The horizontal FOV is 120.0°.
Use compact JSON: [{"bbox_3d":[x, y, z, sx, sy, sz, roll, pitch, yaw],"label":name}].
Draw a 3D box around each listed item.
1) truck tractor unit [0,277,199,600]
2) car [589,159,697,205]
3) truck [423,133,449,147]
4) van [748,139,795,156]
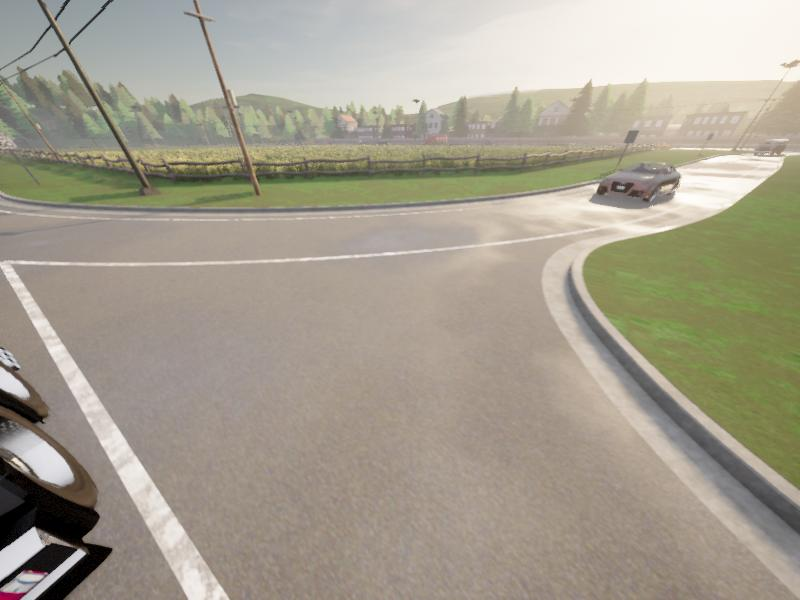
[{"bbox_3d":[-5.132,-0.280,0.746,6.516,4.208,3.053,18,39,23],"label":"truck tractor unit"},{"bbox_3d":[11.252,-5.603,10.744,4.181,1.385,1.994,-19,39,-25],"label":"car"},{"bbox_3d":[13.044,-58.067,83.895,8.468,3.827,2.891,19,39,25],"label":"truck"},{"bbox_3d":[54.089,-22.236,33.653,4.480,2.038,2.069,-14,37,-19],"label":"van"}]
